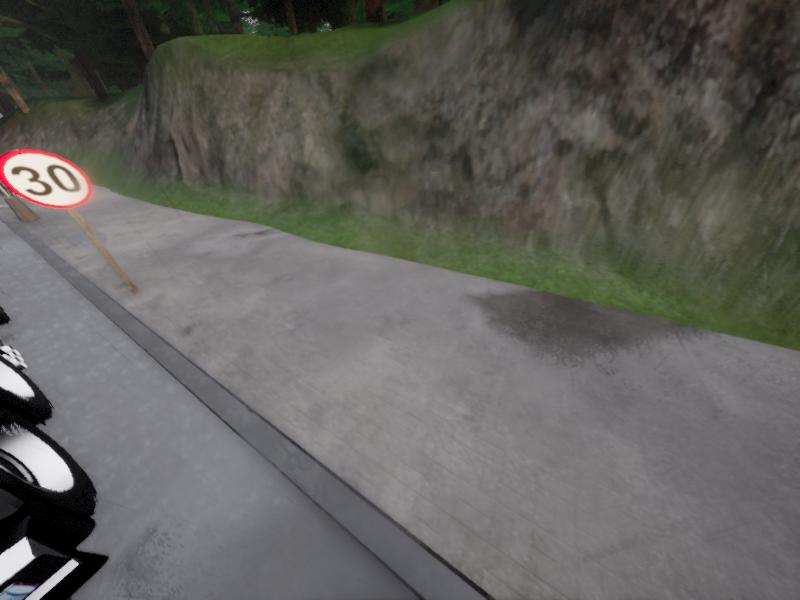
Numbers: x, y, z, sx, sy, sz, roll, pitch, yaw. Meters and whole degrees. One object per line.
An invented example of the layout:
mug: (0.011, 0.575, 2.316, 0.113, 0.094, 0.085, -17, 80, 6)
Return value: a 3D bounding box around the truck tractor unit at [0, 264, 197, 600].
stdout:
truck tractor unit: (-5.113, -0.299, 0.783, 6.516, 4.208, 3.053, 18, 39, 24)
